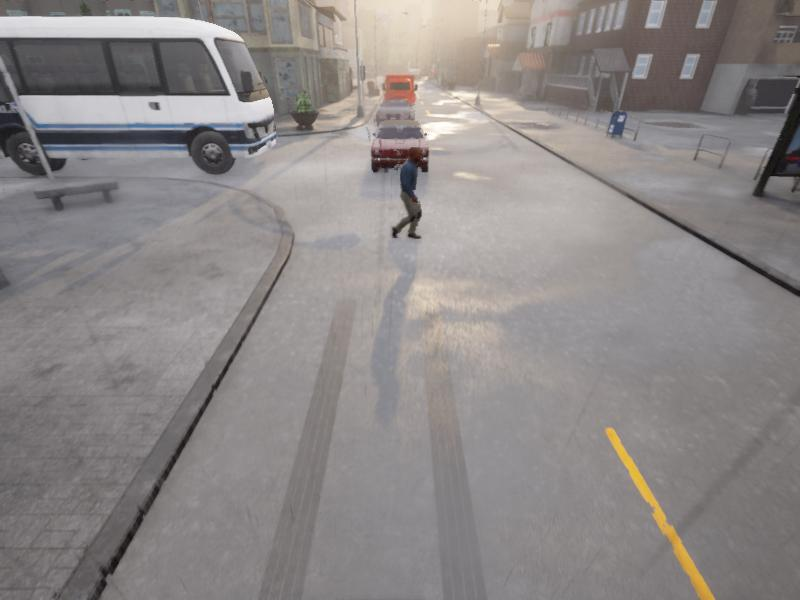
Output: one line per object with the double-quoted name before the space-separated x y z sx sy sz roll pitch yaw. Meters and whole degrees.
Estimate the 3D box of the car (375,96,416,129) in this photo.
"car" -0.179 -11.083 23.538 1.994 1.385 4.181 3 30 5

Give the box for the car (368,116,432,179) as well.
"car" 0.001 -5.525 14.127 1.895 1.301 4.718 0 30 0

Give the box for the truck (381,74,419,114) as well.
"truck" 0.000 -15.894 30.665 2.627 2.467 5.204 0 30 0

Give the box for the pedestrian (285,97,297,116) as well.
"pedestrian" -7.324 -12.987 26.824 0.500 1.100 0.500 -14 33 -23

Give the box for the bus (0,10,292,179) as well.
"bus" -9.382 -6.616 13.066 10.273 4.253 3.944 0 30 -1

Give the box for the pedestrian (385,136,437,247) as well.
"pedestrian" 0.206 -2.061 7.610 0.751 1.860 0.751 9 32 15

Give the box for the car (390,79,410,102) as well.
"car" -0.001 -20.589 39.240 1.905 1.878 3.866 0 30 0
